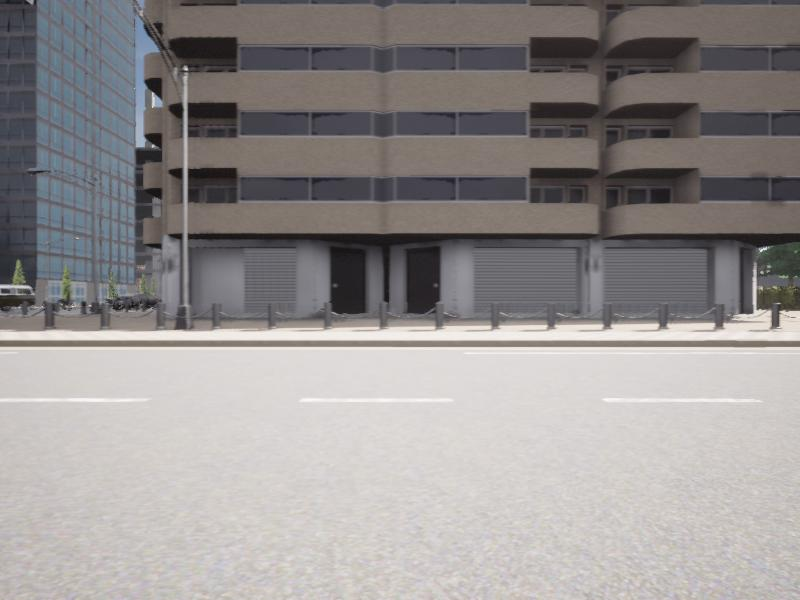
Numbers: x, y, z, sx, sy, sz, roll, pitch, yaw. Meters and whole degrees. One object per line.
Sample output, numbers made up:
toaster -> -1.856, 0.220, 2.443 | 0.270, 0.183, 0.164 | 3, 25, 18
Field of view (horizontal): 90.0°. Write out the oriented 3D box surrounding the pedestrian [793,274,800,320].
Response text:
pedestrian -> 16.582, -0.114, 16.116 | 0.751, 1.860, 0.751 | 0, 0, -8

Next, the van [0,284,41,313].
van -> -29.046, -0.092, 28.994 | 2.069, 2.038, 4.480 | 0, 0, 0

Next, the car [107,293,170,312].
car -> -22.022, 0.189, 33.942 | 2.163, 1.488, 4.792 | 0, 0, 0
